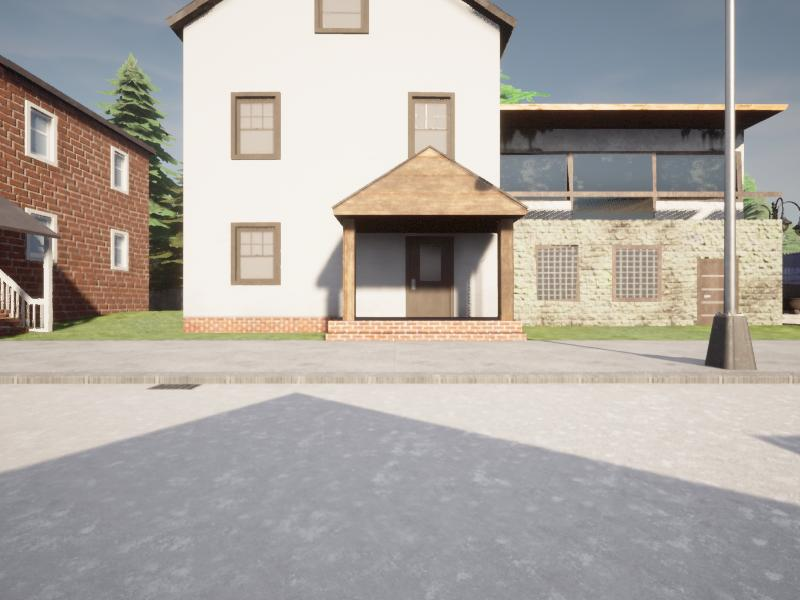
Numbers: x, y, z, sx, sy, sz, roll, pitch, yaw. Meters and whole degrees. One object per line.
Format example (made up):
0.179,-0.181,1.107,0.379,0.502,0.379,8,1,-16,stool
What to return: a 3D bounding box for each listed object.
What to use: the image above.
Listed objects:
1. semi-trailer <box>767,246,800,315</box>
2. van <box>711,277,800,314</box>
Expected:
26.963,-1.218,20.691,2.717,4.402,14.254,0,0,-1,semi-trailer
27.170,-0.274,30.660,1.988,2.561,5.915,0,0,0,van
